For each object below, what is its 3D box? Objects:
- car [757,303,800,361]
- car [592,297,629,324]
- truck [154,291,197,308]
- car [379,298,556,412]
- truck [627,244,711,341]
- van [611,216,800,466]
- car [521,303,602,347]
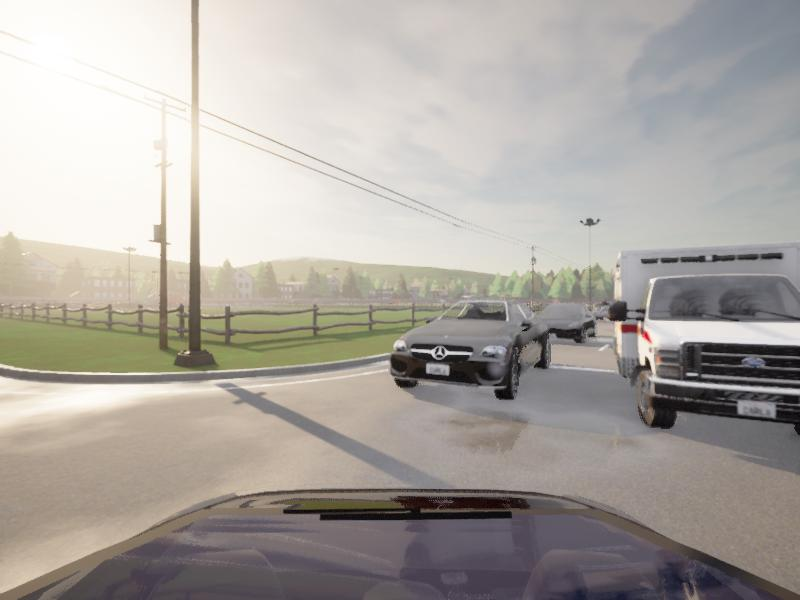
[{"bbox_3d":[11.982,0.861,11.666,1.845,1.501,3.633,0,0,34],"label":"car"},{"bbox_3d":[15.777,0.745,29.865,1.932,1.855,4.605,0,-1,34],"label":"car"},{"bbox_3d":[-52.994,-0.023,94.710,2.891,3.827,8.468,0,0,34],"label":"truck"},{"bbox_3d":[1.804,0.809,8.501,2.152,1.651,5.027,0,0,29],"label":"car"},{"bbox_3d":[13.412,-0.260,20.087,2.891,3.827,8.468,0,0,34],"label":"truck"},{"bbox_3d":[5.034,0.400,6.888,2.351,2.431,6.366,0,0,27],"label":"van"},{"bbox_3d":[6.849,0.902,16.587,2.163,1.488,4.792,0,0,34],"label":"car"}]
